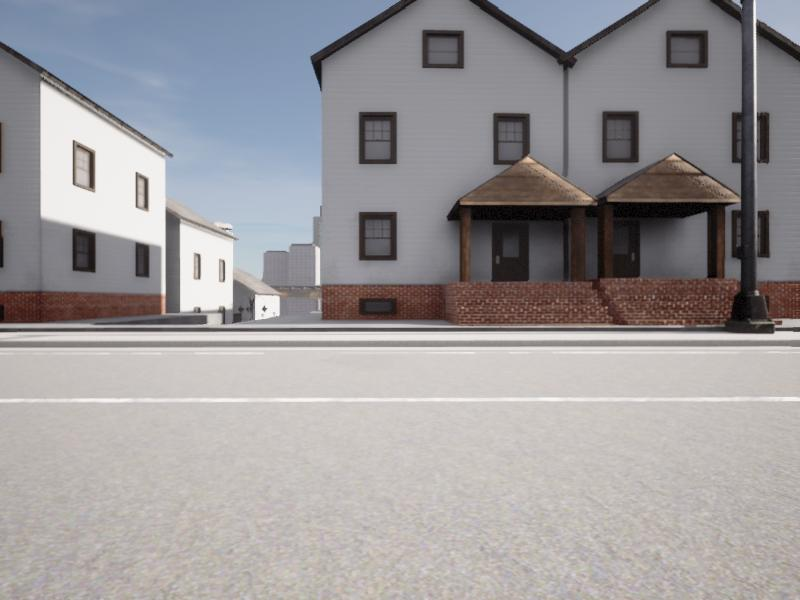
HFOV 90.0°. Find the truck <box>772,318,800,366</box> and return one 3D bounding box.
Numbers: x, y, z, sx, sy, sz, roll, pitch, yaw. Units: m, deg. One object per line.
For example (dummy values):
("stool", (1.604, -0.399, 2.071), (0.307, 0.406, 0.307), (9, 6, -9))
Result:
("truck", (23.327, 1.982, 20.833), (2.627, 2.467, 5.204), (-1, -13, -1))
